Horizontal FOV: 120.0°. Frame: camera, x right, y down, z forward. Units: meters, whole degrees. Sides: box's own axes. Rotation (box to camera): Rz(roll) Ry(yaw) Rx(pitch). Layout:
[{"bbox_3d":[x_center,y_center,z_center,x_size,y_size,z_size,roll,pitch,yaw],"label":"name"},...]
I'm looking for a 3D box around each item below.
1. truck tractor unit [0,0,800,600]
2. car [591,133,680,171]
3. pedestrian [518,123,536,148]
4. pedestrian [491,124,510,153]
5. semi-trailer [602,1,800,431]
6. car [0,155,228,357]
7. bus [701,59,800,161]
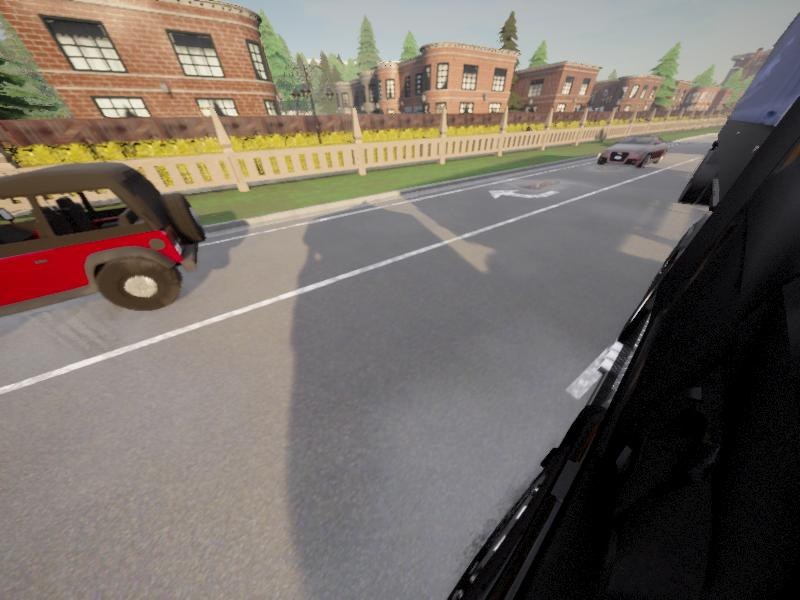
[{"bbox_3d":[2.645,-0.295,0.351,6.516,4.208,3.053,-28,44,-30],"label":"truck tractor unit"},{"bbox_3d":[13.045,-8.295,12.813,4.181,1.385,1.994,-23,42,-25],"label":"car"},{"bbox_3d":[11.818,-15.302,21.479,0.751,1.860,0.751,-23,42,-26],"label":"pedestrian"},{"bbox_3d":[8.159,-13.176,18.846,0.751,1.860,0.751,-20,40,-22],"label":"pedestrian"},{"bbox_3d":[8.501,-3.719,4.432,14.254,4.402,2.717,-30,45,-32],"label":"semi-trailer"},{"bbox_3d":[-5.138,-0.701,3.236,3.866,1.878,1.905,-23,42,-25],"label":"car"},{"bbox_3d":[24.789,-11.883,14.572,10.273,4.253,3.944,-23,42,-25],"label":"bus"}]
